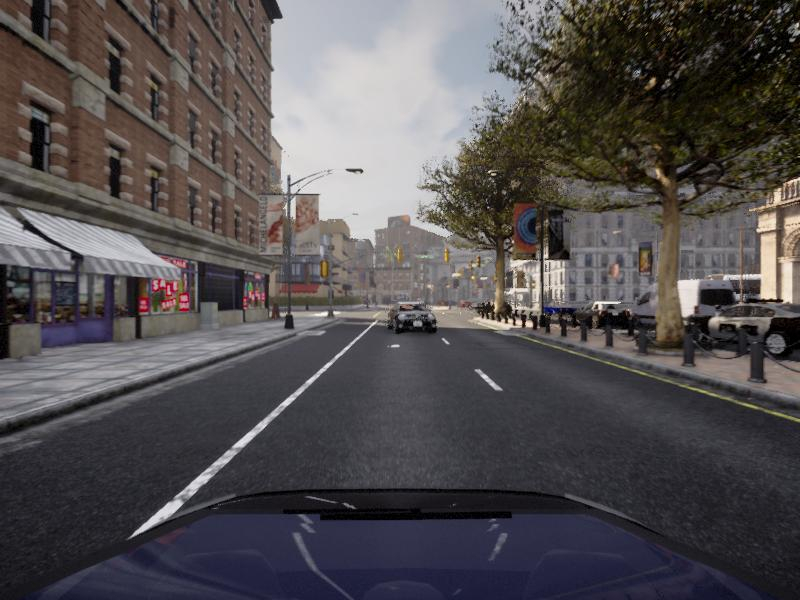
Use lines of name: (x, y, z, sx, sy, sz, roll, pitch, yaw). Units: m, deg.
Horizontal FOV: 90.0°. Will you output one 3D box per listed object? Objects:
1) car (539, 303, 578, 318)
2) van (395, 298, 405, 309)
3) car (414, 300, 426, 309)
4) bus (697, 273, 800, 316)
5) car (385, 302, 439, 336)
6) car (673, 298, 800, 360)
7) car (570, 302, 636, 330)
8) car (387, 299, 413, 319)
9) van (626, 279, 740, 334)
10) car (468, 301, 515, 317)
car: (15.005, 0.940, 38.135, 1.895, 1.301, 4.718, 0, 0, 0)
van: (0.010, 0.592, 70.017, 1.775, 1.987, 4.442, 0, 0, 0)
car: (3.512, 0.764, 72.395, 1.930, 1.638, 5.238, 0, 0, 0)
bus: (38.052, -0.542, 42.242, 10.273, 4.253, 3.944, 1, 0, 1)
car: (0.480, 0.851, 19.489, 1.970, 1.475, 3.806, 0, 0, -9)
car: (11.502, 0.770, 12.799, 1.930, 1.638, 5.238, 0, 0, 0)
car: (11.509, 0.851, 22.985, 1.970, 1.475, 3.806, 0, 0, 3)
car: (0.007, 0.752, 35.728, 2.242, 1.667, 4.611, 0, 0, 0)
van: (15.008, 0.319, 21.792, 1.988, 2.561, 5.915, 0, 0, 0)
car: (9.048, 0.842, 40.011, 1.837, 1.490, 4.892, 1, 0, -27)
